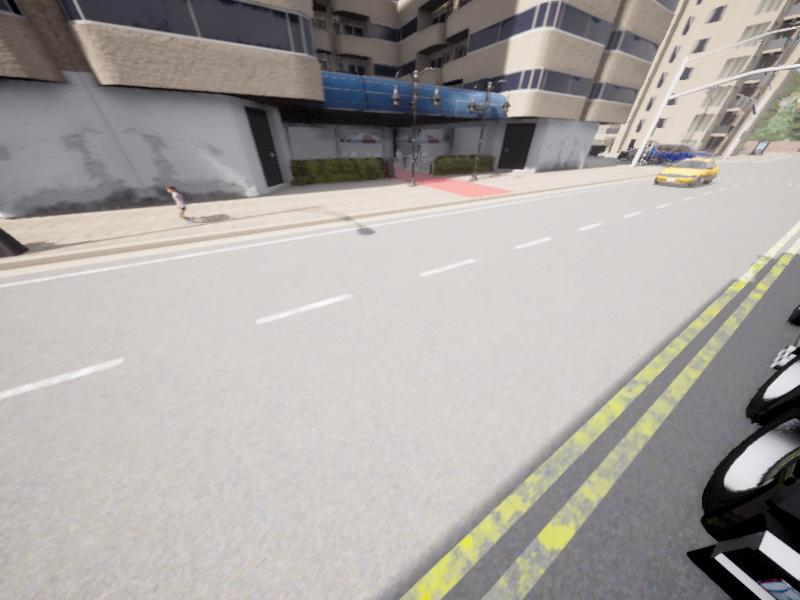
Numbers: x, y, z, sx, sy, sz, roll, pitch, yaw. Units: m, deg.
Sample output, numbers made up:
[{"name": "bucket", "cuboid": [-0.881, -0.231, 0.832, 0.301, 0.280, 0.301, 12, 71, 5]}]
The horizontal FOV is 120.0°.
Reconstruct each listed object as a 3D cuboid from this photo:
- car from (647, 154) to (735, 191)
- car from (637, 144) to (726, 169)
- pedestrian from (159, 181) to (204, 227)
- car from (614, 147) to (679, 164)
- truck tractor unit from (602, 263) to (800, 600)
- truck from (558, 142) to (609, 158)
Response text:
[{"name": "car", "cuboid": [18.179, -8.071, 14.437, 5.366, 1.575, 1.801, -18, 39, -24]}, {"name": "car", "cuboid": [30.468, -15.823, 25.318, 2.150, 2.045, 5.566, -19, 39, -25]}, {"name": "pedestrian", "cuboid": [-6.260, -2.776, 6.672, 0.500, 1.100, 0.500, -18, 39, -24]}, {"name": "car", "cuboid": [31.486, -18.668, 29.774, 1.930, 1.638, 5.238, -20, 40, -26]}, {"name": "truck tractor unit", "cuboid": [5.113, -0.296, 0.793, 6.516, 4.208, 3.053, -18, 39, -24]}, {"name": "truck", "cuboid": [31.791, -26.241, 40.273, 2.390, 2.098, 6.274, -18, 39, -25]}]
